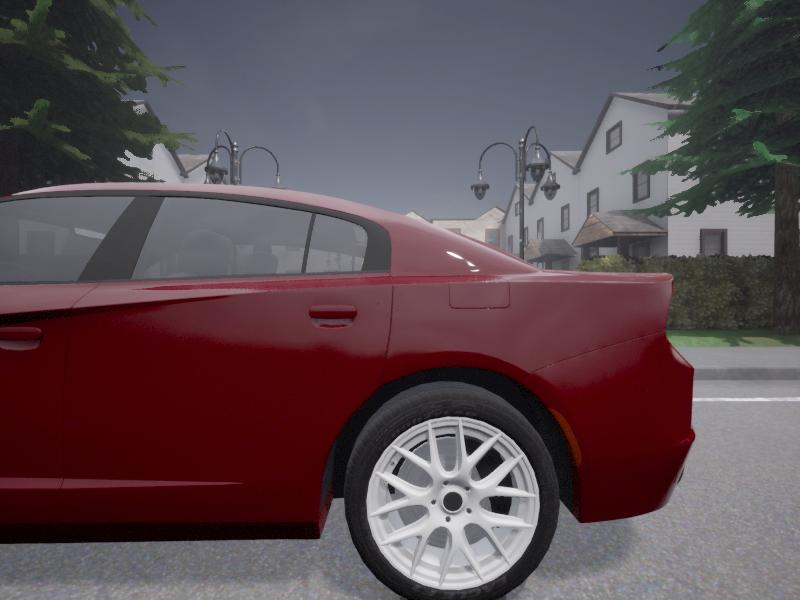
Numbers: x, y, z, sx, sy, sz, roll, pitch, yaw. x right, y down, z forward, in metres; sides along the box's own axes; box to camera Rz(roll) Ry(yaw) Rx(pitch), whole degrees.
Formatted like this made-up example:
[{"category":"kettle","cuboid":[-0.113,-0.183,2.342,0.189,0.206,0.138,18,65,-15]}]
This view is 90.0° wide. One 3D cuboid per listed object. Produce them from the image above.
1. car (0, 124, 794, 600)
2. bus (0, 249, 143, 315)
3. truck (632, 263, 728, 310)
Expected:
[{"category":"car","cuboid":[-1.271,0.223,2.175,5.008,1.535,1.882,0,0,-1]},{"category":"bus","cuboid":[-25.154,-1.149,30.949,3.944,4.253,10.273,0,0,0]},{"category":"truck","cuboid":[25.495,-1.112,37.157,2.891,3.827,8.468,0,0,-1]}]
